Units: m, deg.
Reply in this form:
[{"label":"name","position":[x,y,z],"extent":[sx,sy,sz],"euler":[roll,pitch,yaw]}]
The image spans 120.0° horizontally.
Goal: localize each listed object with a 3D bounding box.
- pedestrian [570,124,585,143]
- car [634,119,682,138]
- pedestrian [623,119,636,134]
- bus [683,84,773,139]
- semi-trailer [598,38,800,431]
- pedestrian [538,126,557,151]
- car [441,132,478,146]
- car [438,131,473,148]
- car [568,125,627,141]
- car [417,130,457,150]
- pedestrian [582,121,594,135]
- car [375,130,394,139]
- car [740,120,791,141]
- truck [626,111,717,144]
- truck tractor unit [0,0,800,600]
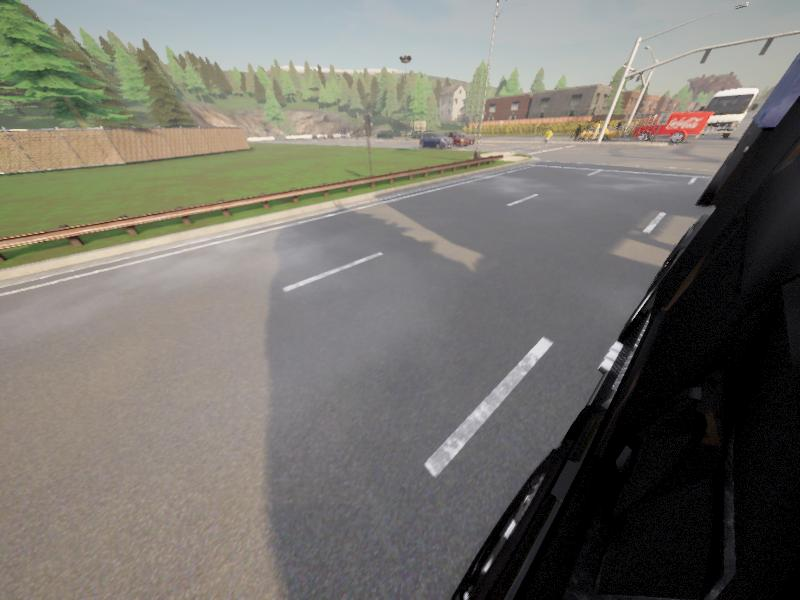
[{"label":"pedestrian","position":[21.469,-20.208,28.000],"extent":[0.751,1.860,0.751],"euler":[15,40,22]},{"label":"car","position":[34.301,-22.882,30.835],"extent":[3.866,1.878,1.905],"euler":[-8,37,-8]},{"label":"pedestrian","position":[35.951,-27.187,36.267],"extent":[0.751,1.860,0.751],"euler":[26,45,32]},{"label":"bus","position":[38.088,-21.668,26.992],"extent":[10.273,4.253,3.944],"euler":[-27,43,-30]},{"label":"semi-trailer","position":[8.700,-3.583,4.254],"extent":[14.254,4.402,2.717],"euler":[-28,43,-30]},{"label":"pedestrian","position":[13.538,-14.801,21.222],"extent":[0.751,1.860,0.751],"euler":[-30,44,-32]},{"label":"car","position":[8.460,-23.230,33.229],"extent":[2.163,1.488,4.792],"euler":[-27,43,-30]},{"label":"car","position":[7.164,-20.894,30.053],"extent":[1.851,1.617,3.988],"euler":[-27,43,-30]},{"label":"car","position":[25.789,-21.986,30.408],"extent":[1.801,1.575,5.366],"euler":[-27,43,-30]},{"label":"car","position":[4.383,-19.622,28.350],"extent":[2.097,1.767,4.553],"euler":[-27,43,-30]},{"label":"pedestrian","position":[32.240,-29.471,39.574],"extent":[0.751,1.860,0.751],"euler":[-26,42,-28]},{"label":"car","position":[-4.382,-46.483,64.890],"extent":[2.150,2.045,5.566],"euler":[-28,43,-30]},{"label":"car","position":[35.930,-16.778,22.826],"extent":[4.902,1.511,2.128],"euler":[-28,43,-30]},{"label":"truck","position":[27.656,-17.734,23.828],"extent":[2.627,2.467,5.204],"euler":[-27,44,-29]},{"label":"truck tractor unit","position":[2.645,-0.295,0.351],"extent":[6.516,4.208,3.053],"euler":[-28,44,-30]}]
